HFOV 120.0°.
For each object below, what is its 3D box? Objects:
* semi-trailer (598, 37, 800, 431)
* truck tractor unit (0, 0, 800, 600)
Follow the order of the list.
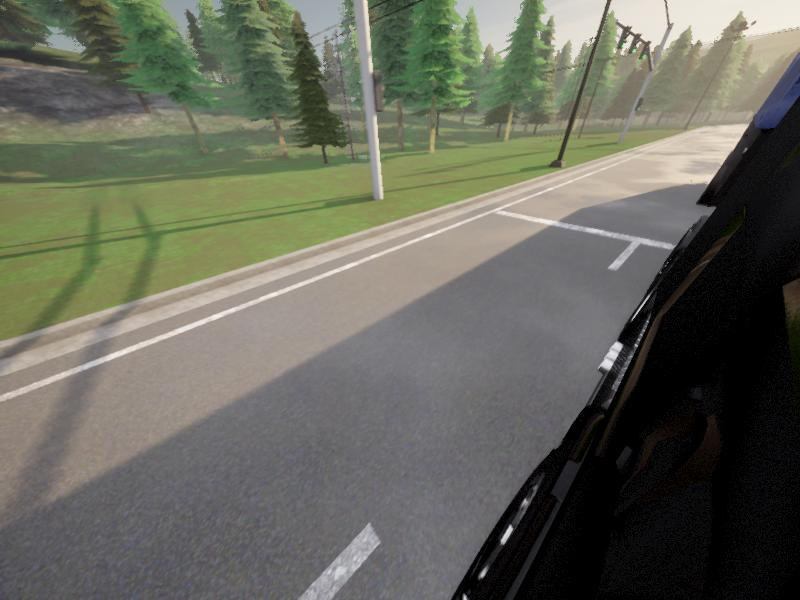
[{"bbox_3d":[8.692,-3.605,4.241,14.254,4.402,2.717,-28,43,-30],"label":"semi-trailer"},{"bbox_3d":[2.645,-0.295,0.352,6.516,4.208,3.053,-28,44,-30],"label":"truck tractor unit"}]
